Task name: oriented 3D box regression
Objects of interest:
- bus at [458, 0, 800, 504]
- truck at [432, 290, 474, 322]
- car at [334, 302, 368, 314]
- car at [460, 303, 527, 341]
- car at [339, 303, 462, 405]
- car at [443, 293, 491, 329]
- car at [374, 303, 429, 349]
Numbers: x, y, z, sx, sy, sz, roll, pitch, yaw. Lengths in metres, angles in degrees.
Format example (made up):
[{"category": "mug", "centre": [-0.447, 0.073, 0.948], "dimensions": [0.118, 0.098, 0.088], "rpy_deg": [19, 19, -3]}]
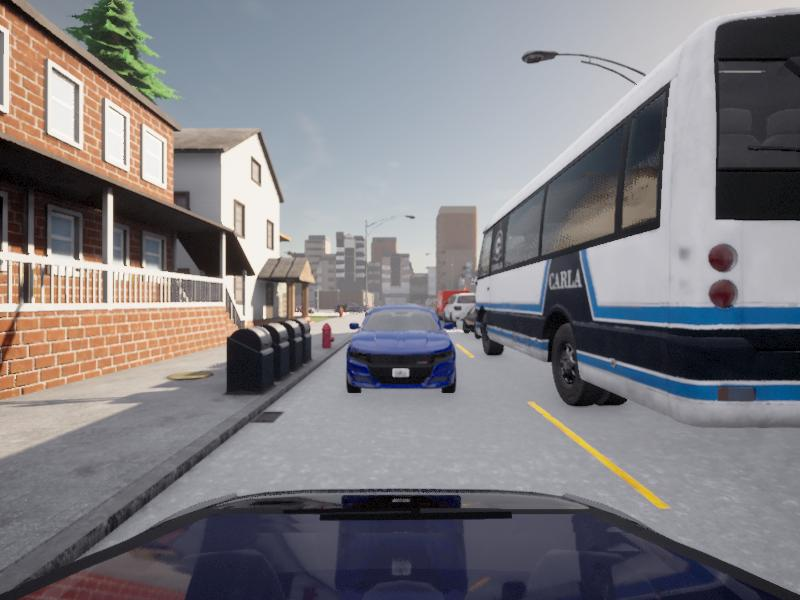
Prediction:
[{"category": "bus", "centre": [3.909, -0.505, 8.293], "dimensions": [3.944, 4.253, 10.273], "rpy_deg": [0, 0, 0]}, {"category": "truck", "centre": [4.246, 0.464, 32.965], "dimensions": [2.627, 2.467, 5.204], "rpy_deg": [0, 0, -1]}, {"category": "car", "centre": [-6.337, 1.021, 51.799], "dimensions": [4.193, 1.474, 1.816], "rpy_deg": [0, 0, 1]}, {"category": "car", "centre": [4.075, 0.889, 18.216], "dimensions": [2.007, 1.525, 4.514], "rpy_deg": [0, 0, 0]}, {"category": "car", "centre": [0.034, 0.853, 8.628], "dimensions": [1.882, 1.535, 5.008], "rpy_deg": [0, 0, 0]}, {"category": "car", "centre": [4.123, 0.652, 25.498], "dimensions": [2.150, 2.045, 5.566], "rpy_deg": [0, 0, 0]}, {"category": "car", "centre": [0.060, 0.897, 15.714], "dimensions": [1.837, 1.490, 4.892], "rpy_deg": [0, 0, 0]}]
